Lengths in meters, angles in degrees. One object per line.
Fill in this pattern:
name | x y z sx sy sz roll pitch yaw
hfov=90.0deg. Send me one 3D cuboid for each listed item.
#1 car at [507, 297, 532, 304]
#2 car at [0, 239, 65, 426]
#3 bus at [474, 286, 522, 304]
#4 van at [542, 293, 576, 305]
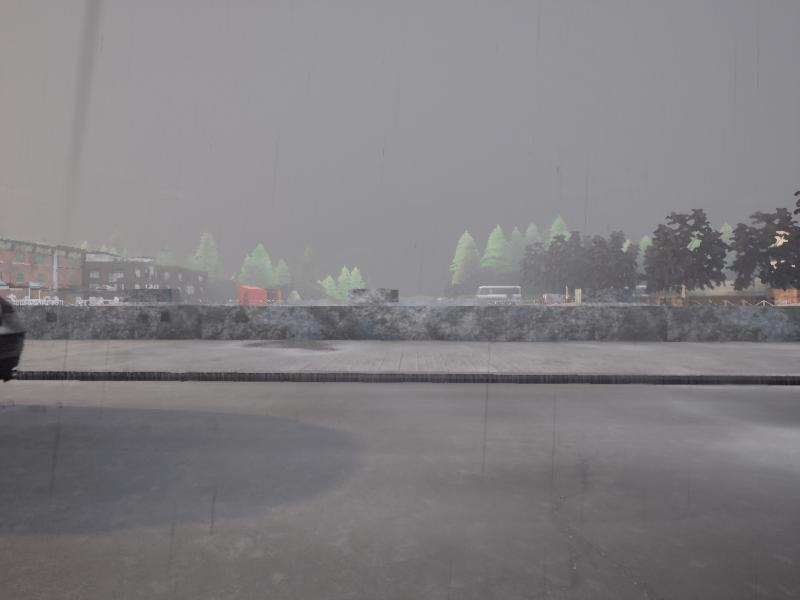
car | 26.339 0.196 88.335 4.974 1.542 2.038 0 0 2
car | -5.634 0.245 2.925 4.892 1.490 1.837 0 0 2
bus | 22.512 -1.139 92.343 10.273 4.253 3.944 0 0 2
van | 34.960 -0.227 88.051 6.366 2.431 2.351 0 0 2
